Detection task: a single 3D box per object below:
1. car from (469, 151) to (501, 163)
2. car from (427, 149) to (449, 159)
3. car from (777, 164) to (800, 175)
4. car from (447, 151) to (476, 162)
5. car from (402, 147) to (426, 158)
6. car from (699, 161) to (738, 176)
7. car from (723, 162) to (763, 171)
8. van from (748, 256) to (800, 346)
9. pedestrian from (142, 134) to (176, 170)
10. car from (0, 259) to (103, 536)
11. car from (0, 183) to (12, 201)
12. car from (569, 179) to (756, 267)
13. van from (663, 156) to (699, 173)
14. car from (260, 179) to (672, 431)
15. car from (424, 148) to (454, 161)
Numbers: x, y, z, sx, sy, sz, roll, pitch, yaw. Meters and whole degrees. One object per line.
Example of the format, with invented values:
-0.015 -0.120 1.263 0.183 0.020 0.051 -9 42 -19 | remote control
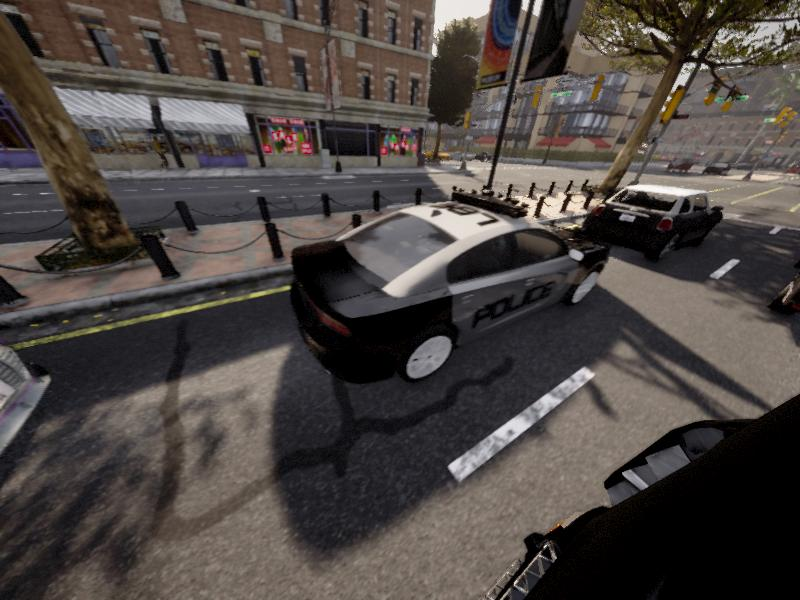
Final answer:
14.193 -24.111 38.871 1.837 1.490 4.892 -16 38 -25 | car
7.079 -27.303 43.120 1.970 1.475 3.806 -17 39 -26 | car
75.442 -24.774 43.814 1.851 1.617 3.988 12 35 13 | car
10.260 -24.064 38.724 1.895 1.301 4.718 -17 39 -26 | car
2.520 -27.138 42.580 3.806 1.475 1.970 27 41 32 | car
45.894 -18.990 33.279 5.238 1.638 1.930 -16 39 -26 | car
70.491 -27.440 47.521 5.357 1.411 2.033 -2 34 -6 | car
8.506 -0.901 3.432 5.915 2.561 1.988 -16 38 -26 | van
-14.893 -9.145 14.321 0.751 1.860 0.751 -24 42 -33 | pedestrian
-4.901 1.136 0.371 4.856 1.649 2.033 -16 38 -25 | car
-15.426 -3.251 6.099 4.611 1.667 2.242 -16 39 -26 | car
7.108 -2.328 6.385 3.806 1.475 1.970 -15 38 -24 | car
42.094 -20.286 34.629 4.442 1.987 1.775 -16 39 -26 | van
1.202 -0.663 3.403 5.238 1.638 1.930 -16 38 -25 | car
6.389 -24.133 38.320 1.801 1.575 5.366 -17 39 -26 | car
